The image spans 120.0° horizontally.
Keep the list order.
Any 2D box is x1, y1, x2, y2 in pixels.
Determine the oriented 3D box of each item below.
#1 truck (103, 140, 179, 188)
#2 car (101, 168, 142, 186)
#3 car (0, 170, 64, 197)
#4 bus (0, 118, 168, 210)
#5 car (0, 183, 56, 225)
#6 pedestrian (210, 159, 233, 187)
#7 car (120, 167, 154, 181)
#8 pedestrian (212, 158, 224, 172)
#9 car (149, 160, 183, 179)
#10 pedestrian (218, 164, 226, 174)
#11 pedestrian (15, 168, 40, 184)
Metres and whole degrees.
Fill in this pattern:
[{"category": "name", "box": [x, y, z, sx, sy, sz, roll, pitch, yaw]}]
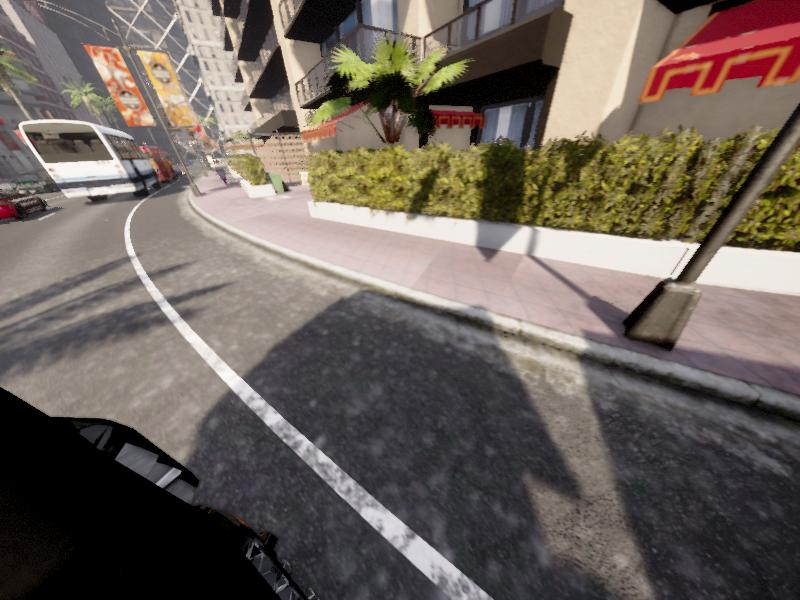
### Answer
[{"category": "truck", "box": [-28.009, -15.185, 25.668, 2.891, 3.827, 8.468, -22, 38, -26]}, {"category": "car", "box": [-32.918, -14.685, 27.431, 1.970, 1.475, 3.806, -22, 38, -26]}, {"category": "car", "box": [-34.434, -11.029, 21.737, 2.097, 1.767, 4.553, -30, 42, -34]}, {"category": "bus", "box": [-21.431, -9.996, 16.920, 3.944, 4.253, 10.273, -23, 38, -27]}, {"category": "car", "box": [-20.195, -4.818, 11.611, 1.994, 1.385, 4.181, -25, 39, -30]}, {"category": "pedestrian", "box": [-13.863, -9.882, 17.997, 0.751, 1.860, 0.751, -21, 38, -25]}, {"category": "car", "box": [-36.700, -17.681, 32.355, 1.994, 1.385, 4.181, -22, 38, -26]}, {"category": "pedestrian", "box": [-28.241, -20.983, 35.911, 0.751, 1.860, 0.751, -24, 39, -29]}, {"category": "car", "box": [-33.313, -18.740, 33.074, 2.150, 2.045, 5.566, -22, 38, -26]}, {"category": "pedestrian", "box": [-25.193, -18.504, 32.612, 0.500, 1.100, 0.500, -22, 38, -27]}, {"category": "pedestrian", "box": [-51.347, -17.100, 31.870, 0.751, 1.860, 0.751, -13, 35, -15]}]
